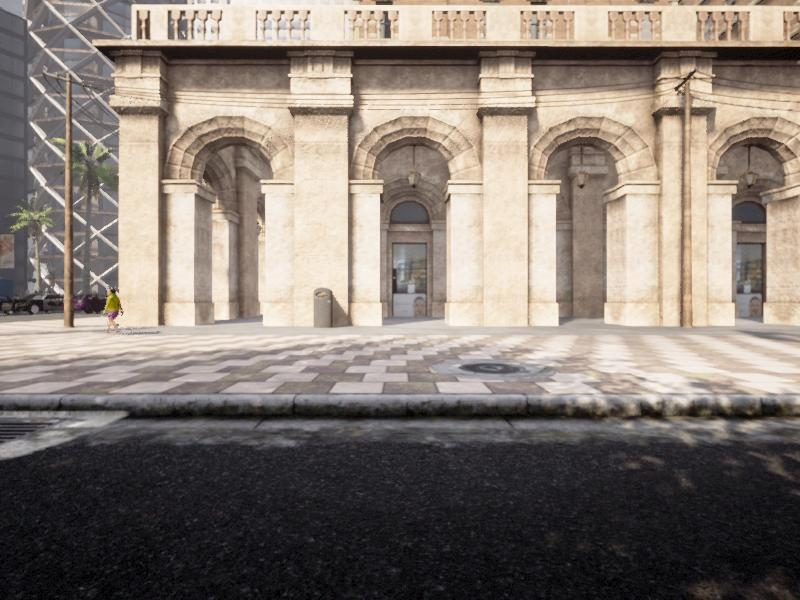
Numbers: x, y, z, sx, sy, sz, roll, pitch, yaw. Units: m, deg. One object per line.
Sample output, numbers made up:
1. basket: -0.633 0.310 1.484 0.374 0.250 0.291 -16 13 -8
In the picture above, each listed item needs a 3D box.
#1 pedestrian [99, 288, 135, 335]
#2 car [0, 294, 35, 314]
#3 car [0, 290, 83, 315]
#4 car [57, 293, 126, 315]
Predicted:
1. pedestrian: -6.692 0.264 9.482 0.500 1.100 0.500 0 0 1
2. car: -29.345 0.292 28.373 2.033 1.411 5.357 0 0 0
3. car: -25.841 0.169 28.809 1.930 1.638 5.238 0 0 0
4. car: -22.326 0.253 29.207 1.816 1.474 4.193 0 0 0
